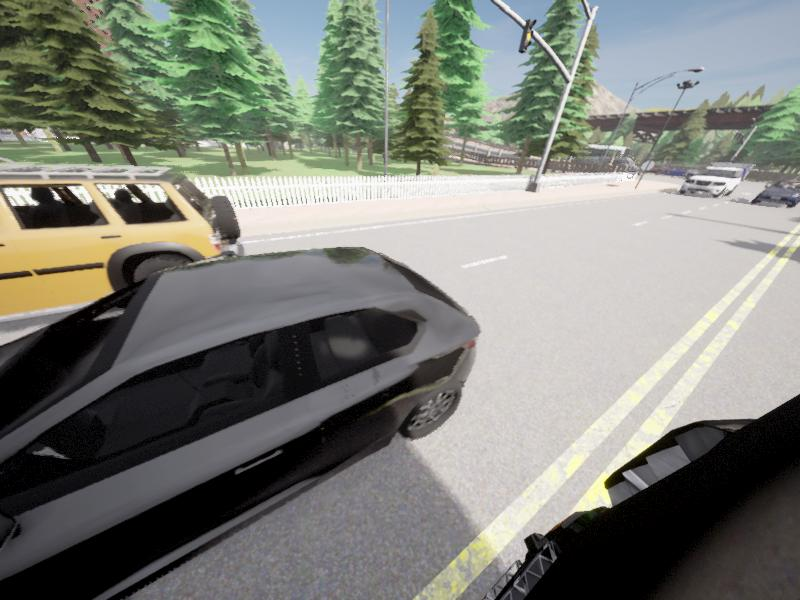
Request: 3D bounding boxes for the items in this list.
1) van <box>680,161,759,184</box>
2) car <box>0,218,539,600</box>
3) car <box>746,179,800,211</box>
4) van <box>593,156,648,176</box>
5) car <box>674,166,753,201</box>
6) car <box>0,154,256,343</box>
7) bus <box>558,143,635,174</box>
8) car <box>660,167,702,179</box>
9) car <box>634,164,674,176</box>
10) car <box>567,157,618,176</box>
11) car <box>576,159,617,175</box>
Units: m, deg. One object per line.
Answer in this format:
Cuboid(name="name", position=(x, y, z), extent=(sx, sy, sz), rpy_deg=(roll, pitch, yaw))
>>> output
Cuboid(name="van", position=(48.289, -19.471, 35.186), extent=(2.351, 2.431, 6.366), rpy_deg=(-18, 39, -28))
Cuboid(name="car", position=(-1.344, 0.552, 1.707), extent=(4.193, 1.474, 1.816), rpy_deg=(-16, 38, -26))
Cuboid(name="car", position=(25.417, -7.059, 15.341), extent=(3.705, 1.549, 1.789), rpy_deg=(-15, 38, -26))
Cuboid(name="van", position=(36.996, -22.722, 39.070), extent=(1.988, 2.561, 5.915), rpy_deg=(-17, 39, -28))
Cuboid(name="car", position=(24.667, -9.286, 18.192), extent=(5.566, 2.045, 2.150), rpy_deg=(-16, 38, -26))
Cuboid(name="car", position=(-4.920, -0.831, 3.149), extent=(4.605, 1.855, 1.932), rpy_deg=(-15, 38, -27))
Cuboid(name="bus", position=(39.122, -28.707, 46.697), extent=(3.944, 4.253, 10.273), rpy_deg=(-17, 41, -28))
Cuboid(name="car", position=(48.867, -22.245, 40.292), extent=(1.816, 1.474, 4.193), rpy_deg=(-17, 39, -28))
Cuboid(name="car", position=(49.423, -25.388, 45.079), extent=(2.163, 1.488, 4.792), rpy_deg=(-17, 38, -28))
Cuboid(name="car", position=(30.418, -21.286, 36.802), extent=(2.150, 2.045, 5.566), rpy_deg=(-17, 39, -28))
Cuboid(name="car", position=(33.003, -22.477, 38.971), extent=(1.932, 1.855, 4.605), rpy_deg=(-17, 38, -28))
